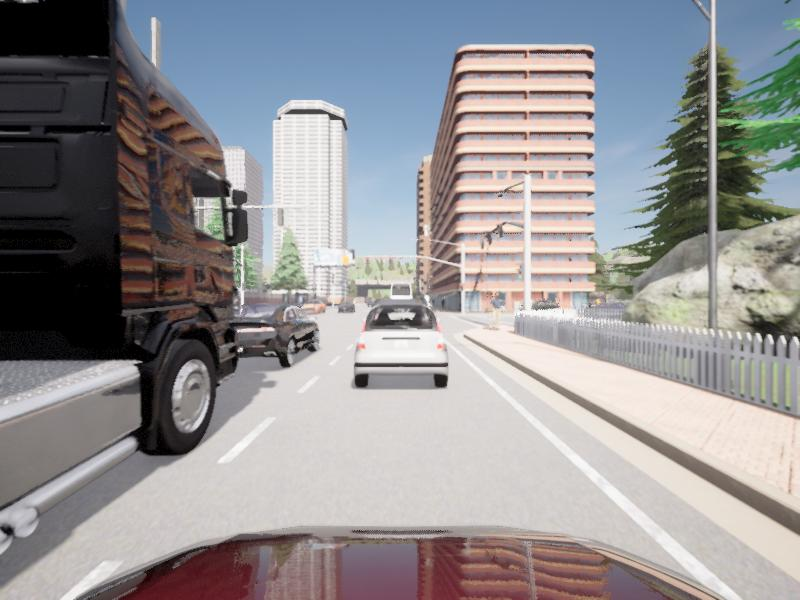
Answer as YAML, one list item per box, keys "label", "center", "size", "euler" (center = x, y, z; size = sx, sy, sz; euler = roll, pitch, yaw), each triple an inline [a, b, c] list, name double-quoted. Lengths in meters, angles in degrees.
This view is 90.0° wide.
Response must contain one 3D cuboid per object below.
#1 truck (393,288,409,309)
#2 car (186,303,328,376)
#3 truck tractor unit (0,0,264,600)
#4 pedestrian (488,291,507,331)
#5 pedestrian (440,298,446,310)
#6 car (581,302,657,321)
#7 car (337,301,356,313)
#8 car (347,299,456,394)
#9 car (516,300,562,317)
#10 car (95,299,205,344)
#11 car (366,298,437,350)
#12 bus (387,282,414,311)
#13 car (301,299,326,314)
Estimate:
- label: "truck"
  center: [0.238, -0.225, 76.221]
  size: [2.891, 3.827, 8.468]
  euler: [0, 0, 0]
- label: "car"
  center: [-3.467, 0.850, 10.917]
  size: [2.128, 1.511, 4.902]
  euler: [0, 0, 0]
- label: "truck tractor unit"
  center: [-3.398, -0.513, 2.342]
  size: [3.053, 4.208, 6.516]
  euler: [0, 0, -1]
- label: "pedestrian"
  center: [4.596, 0.510, 18.950]
  size: [0.751, 1.860, 0.751]
  euler: [0, 0, 3]
- label: "pedestrian"
  center: [6.536, 0.564, 60.614]
  size: [0.751, 1.860, 0.751]
  euler: [0, 0, -1]
- label: "car"
  center: [17.160, 0.880, 31.360]
  size: [5.357, 1.411, 2.033]
  euler: [0, 0, -17]
- label: "car"
  center: [-6.840, 0.912, 51.734]
  size: [1.837, 1.490, 4.892]
  euler: [0, 0, 0]
- label: "car"
  center: [0.028, 0.800, 8.807]
  size: [1.851, 1.617, 3.988]
  euler: [0, 0, 0]
- label: "car"
  center: [13.048, 0.808, 37.653]
  size: [3.705, 1.549, 1.789]
  euler: [0, 0, -15]
- label: "car"
  center: [-10.452, 0.802, 17.293]
  size: [2.033, 1.649, 4.856]
  euler: [0, 0, -5]
- label: "car"
  center: [0.070, 0.776, 15.059]
  size: [2.242, 1.667, 4.611]
  euler: [0, 0, 0]
- label: "bus"
  center: [0.073, -0.450, 63.508]
  size: [3.944, 4.253, 10.273]
  euler: [0, 0, 0]
- label: "car"
  center: [-10.354, 0.758, 48.253]
  size: [2.097, 1.767, 4.553]
  euler: [0, 0, 0]
